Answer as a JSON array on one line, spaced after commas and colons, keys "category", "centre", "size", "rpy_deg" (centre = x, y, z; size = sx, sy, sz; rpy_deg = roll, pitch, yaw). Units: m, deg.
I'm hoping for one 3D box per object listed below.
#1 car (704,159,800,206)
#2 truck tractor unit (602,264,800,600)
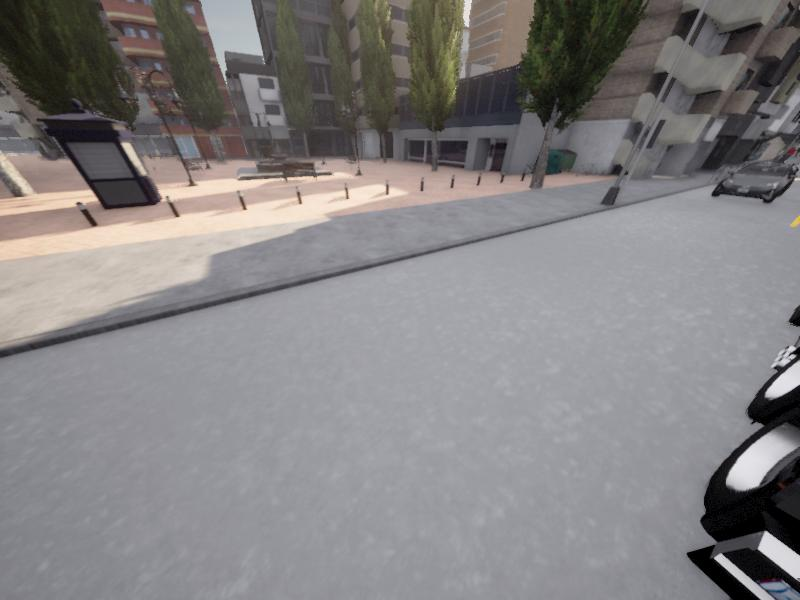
[{"category": "car", "centre": [17.638, -5.887, 11.332], "size": [4.514, 1.525, 2.007], "rpy_deg": [-18, 39, -25]}, {"category": "truck tractor unit", "centre": [5.109, -0.300, 0.792], "size": [6.516, 4.208, 3.053], "rpy_deg": [-18, 39, -24]}]
